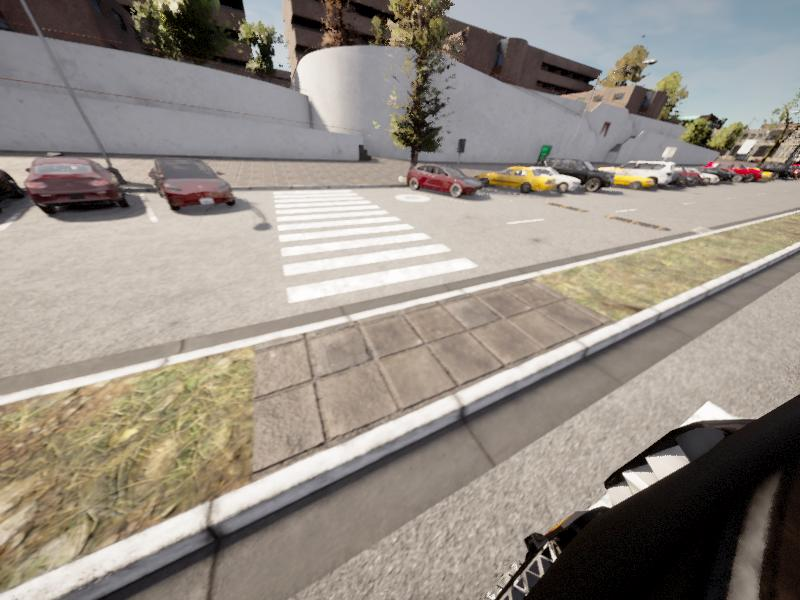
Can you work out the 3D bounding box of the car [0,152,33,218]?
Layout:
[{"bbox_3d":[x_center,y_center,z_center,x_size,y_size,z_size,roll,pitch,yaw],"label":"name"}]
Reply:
[{"bbox_3d":[-13.693,-3.595,6.711,4.553,1.767,2.185,30,42,35],"label":"car"}]

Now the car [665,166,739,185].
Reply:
[{"bbox_3d":[35.072,-14.708,27.119,5.008,1.535,2.097,29,42,35],"label":"car"}]

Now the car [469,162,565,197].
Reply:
[{"bbox_3d":[7.812,-8.460,15.992,5.366,1.575,1.946,30,42,35],"label":"car"}]

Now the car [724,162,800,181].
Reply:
[{"bbox_3d":[54.026,-19.456,34.789,5.566,2.045,2.435,29,42,35],"label":"car"}]

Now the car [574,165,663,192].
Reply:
[{"bbox_3d":[18.927,-10.798,20.310,5.366,1.575,1.946,29,41,35],"label":"car"}]

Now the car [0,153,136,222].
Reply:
[{"bbox_3d":[-11.027,-4.073,7.947,4.674,1.452,2.002,30,42,35],"label":"car"}]

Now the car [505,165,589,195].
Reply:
[{"bbox_3d":[10.656,-8.970,17.051,4.674,1.452,2.002,29,41,35],"label":"car"}]

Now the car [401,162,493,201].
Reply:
[{"bbox_3d":[2.547,-7.126,13.619,4.792,1.488,2.163,30,41,35],"label":"car"}]

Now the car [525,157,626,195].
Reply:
[{"bbox_3d":[13.406,-9.818,18.011,5.566,2.045,2.435,30,41,35],"label":"car"}]

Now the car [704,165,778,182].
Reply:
[{"bbox_3d":[46.049,-17.237,31.462,5.366,1.575,1.946,29,42,35],"label":"car"}]

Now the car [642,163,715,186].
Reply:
[{"bbox_3d":[29.629,-13.536,24.849,4.553,1.767,2.185,29,42,35],"label":"car"}]

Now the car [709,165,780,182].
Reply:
[{"bbox_3d":[48.489,-18.027,32.787,5.366,1.575,1.946,29,42,35],"label":"car"}]

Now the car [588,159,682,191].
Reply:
[{"bbox_3d":[21.494,-11.720,21.419,5.566,2.045,2.435,29,42,35],"label":"car"}]

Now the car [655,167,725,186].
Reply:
[{"bbox_3d":[32.356,-14.031,26.036,4.674,1.452,2.002,29,42,35],"label":"car"}]

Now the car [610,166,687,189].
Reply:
[{"bbox_3d":[24.194,-12.120,22.692,4.792,1.488,2.163,29,42,35],"label":"car"}]

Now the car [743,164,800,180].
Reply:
[{"bbox_3d":[59.490,-20.604,37.063,4.553,1.767,2.185,29,42,35],"label":"car"}]

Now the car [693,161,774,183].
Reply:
[{"bbox_3d":[43.234,-16.861,30.308,5.566,2.045,2.435,29,42,35],"label":"car"}]

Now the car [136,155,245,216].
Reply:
[{"bbox_3d":[-8.292,-4.685,9.069,4.792,1.488,2.163,30,41,35],"label":"car"}]

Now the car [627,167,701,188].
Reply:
[{"bbox_3d":[26.936,-12.741,23.810,4.674,1.452,2.002,29,42,35],"label":"car"}]

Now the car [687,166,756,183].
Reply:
[{"bbox_3d":[40.515,-15.977,29.347,4.792,1.488,2.163,29,42,35],"label":"car"}]

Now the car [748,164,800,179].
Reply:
[{"bbox_3d":[62.159,-21.267,38.225,4.553,1.767,2.185,29,42,35],"label":"car"}]
